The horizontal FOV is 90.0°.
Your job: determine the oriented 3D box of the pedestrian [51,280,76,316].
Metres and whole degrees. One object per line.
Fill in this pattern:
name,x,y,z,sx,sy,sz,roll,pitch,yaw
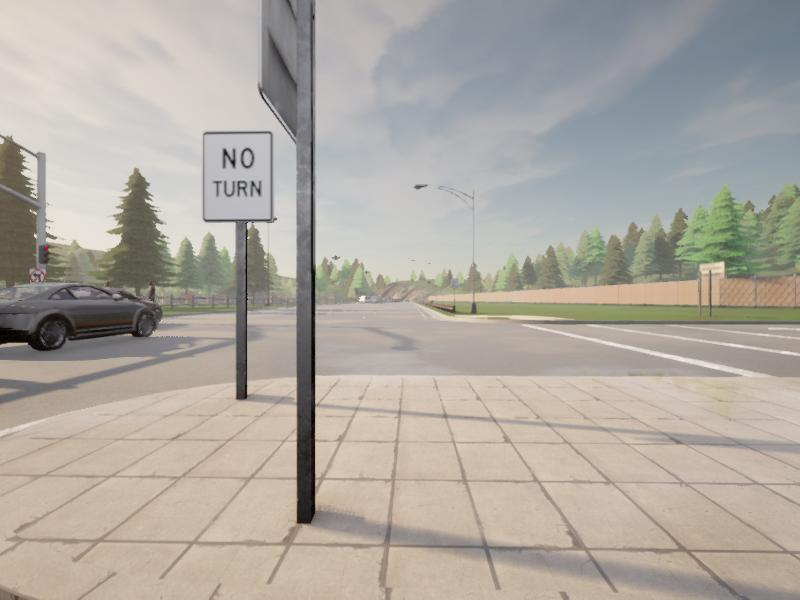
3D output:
pedestrian,-18.113,-0.113,21.520,0.751,1.860,0.751,0,0,16

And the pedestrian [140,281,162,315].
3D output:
pedestrian,-13.502,-0.106,21.729,0.751,1.860,0.751,0,0,-5

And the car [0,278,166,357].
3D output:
car,-7.606,0.308,9.155,1.994,1.385,4.181,0,0,1

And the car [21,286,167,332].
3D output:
car,-10.978,0.271,14.909,1.812,1.442,4.674,0,0,1

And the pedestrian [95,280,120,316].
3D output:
pedestrian,-15.667,-0.113,21.437,0.751,1.860,0.751,0,0,5
